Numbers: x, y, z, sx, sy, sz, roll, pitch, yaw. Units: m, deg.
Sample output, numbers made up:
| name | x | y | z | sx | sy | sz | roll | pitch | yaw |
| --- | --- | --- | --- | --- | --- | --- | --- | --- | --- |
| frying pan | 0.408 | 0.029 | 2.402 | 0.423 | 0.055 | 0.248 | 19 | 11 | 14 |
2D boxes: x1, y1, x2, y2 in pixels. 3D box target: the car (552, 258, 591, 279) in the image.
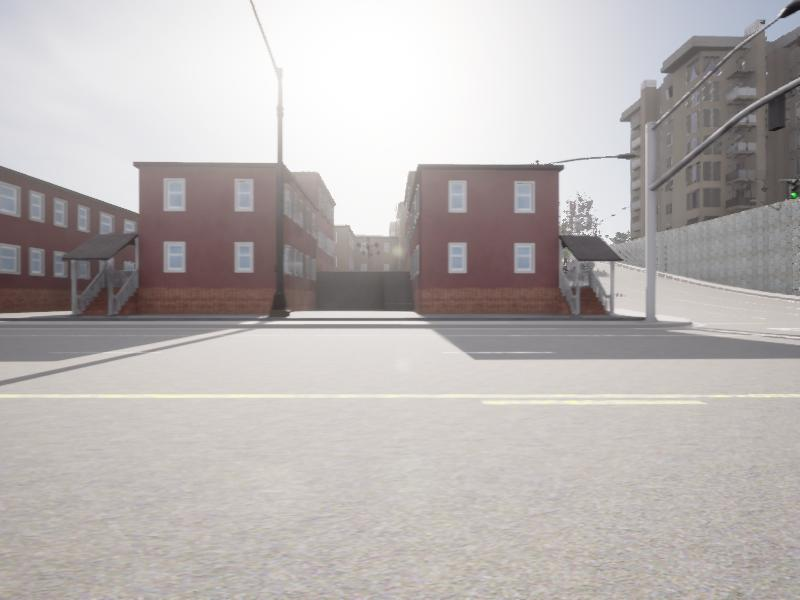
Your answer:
| name | x | y | z | sx | sy | sz | roll | pitch | yaw |
| --- | --- | --- | --- | --- | --- | --- | --- | --- | --- |
| car | 18.576 | -3.450 | 43.540 | 2.033 | 1.649 | 4.856 | 0 | 12 | 0 |

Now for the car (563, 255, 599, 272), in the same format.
| name | x | y | z | sx | sy | sz | roll | pitch | yaw |
| --- | --- | --- | --- | --- | --- | --- | --- | --- | --- |
| car | 22.057 | -4.558 | 48.944 | 2.128 | 1.511 | 4.902 | 0 | 12 | 0 |
